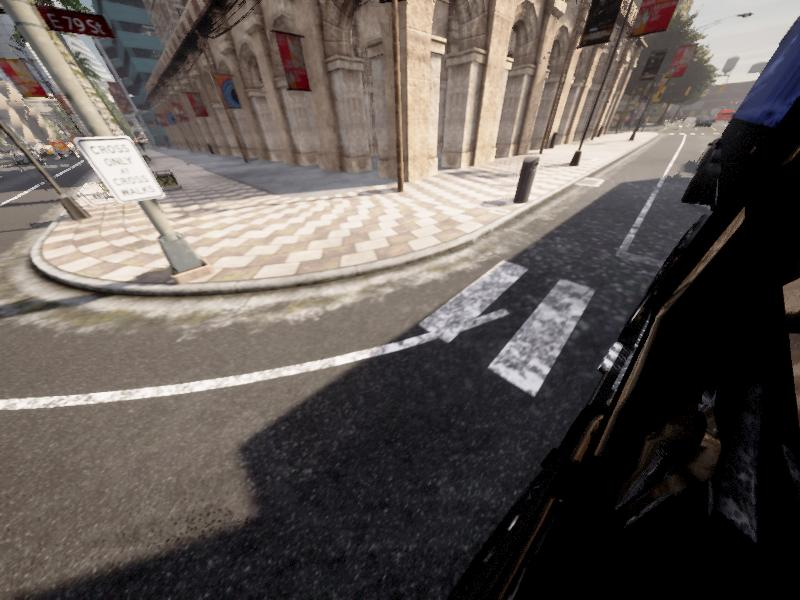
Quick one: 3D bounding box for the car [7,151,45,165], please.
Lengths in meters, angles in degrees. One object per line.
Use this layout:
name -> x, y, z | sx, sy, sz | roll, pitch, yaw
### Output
car -> -52.196, -19.978, 32.360 | 4.718, 1.301, 1.895 | 30, 47, 35

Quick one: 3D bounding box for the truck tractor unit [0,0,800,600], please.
truck tractor unit -> 2.645, -0.295, 0.351 | 6.516, 4.208, 3.053 | -28, 44, -30

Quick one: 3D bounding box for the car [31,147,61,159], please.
car -> -63.479, -26.482, 41.517 | 4.974, 1.542, 2.038 | 30, 47, 35

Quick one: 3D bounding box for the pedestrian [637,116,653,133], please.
pedestrian -> 35.378, -25.335, 33.363 | 0.751, 1.860, 0.751 | -31, 45, -32

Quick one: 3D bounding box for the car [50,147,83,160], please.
car -> -52.057, -22.954, 36.132 | 4.902, 1.511, 2.128 | 30, 47, 36

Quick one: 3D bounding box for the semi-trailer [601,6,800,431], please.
semi-trailer -> 8.522, -3.720, 4.393 | 14.254, 4.402, 2.717 | -30, 45, -32

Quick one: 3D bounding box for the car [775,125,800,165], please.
car -> 21.658, -7.852, 11.610 | 5.357, 1.411, 2.033 | -32, 46, -33

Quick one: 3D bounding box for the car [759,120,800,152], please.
car -> 26.477, -10.918, 15.283 | 4.974, 1.542, 2.038 | -32, 46, -33

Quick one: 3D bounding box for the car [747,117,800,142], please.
car -> 33.053, -15.090, 20.392 | 1.801, 1.575, 5.366 | 29, 47, 35

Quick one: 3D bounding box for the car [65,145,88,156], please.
car -> -63.275, -29.340, 45.284 | 5.366, 1.575, 1.801 | 30, 47, 35

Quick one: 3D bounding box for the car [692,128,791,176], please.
car -> 15.416, -6.954, 10.684 | 3.633, 1.501, 1.845 | -32, 46, -33
